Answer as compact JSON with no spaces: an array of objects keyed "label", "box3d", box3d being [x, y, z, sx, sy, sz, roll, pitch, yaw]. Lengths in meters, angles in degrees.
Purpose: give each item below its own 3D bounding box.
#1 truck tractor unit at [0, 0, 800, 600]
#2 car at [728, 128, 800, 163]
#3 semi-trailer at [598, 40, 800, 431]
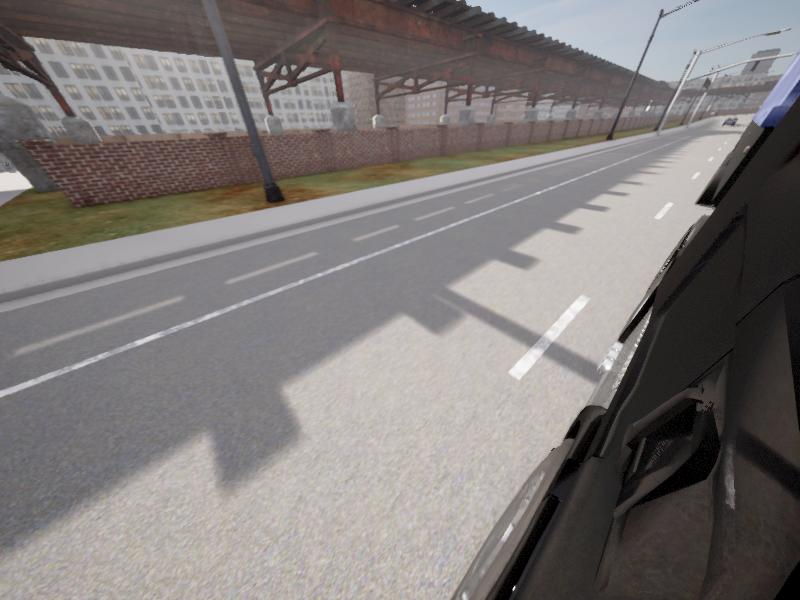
[{"label":"truck tractor unit","box3d":[2.645,-0.295,0.351,6.516,4.208,3.053,-28,44,-30]},{"label":"car","box3d":[21.154,-8.966,13.306,4.181,1.385,1.994,-27,43,-29]},{"label":"semi-trailer","box3d":[8.694,-3.589,4.260,14.254,4.402,2.717,-28,44,-30]}]
